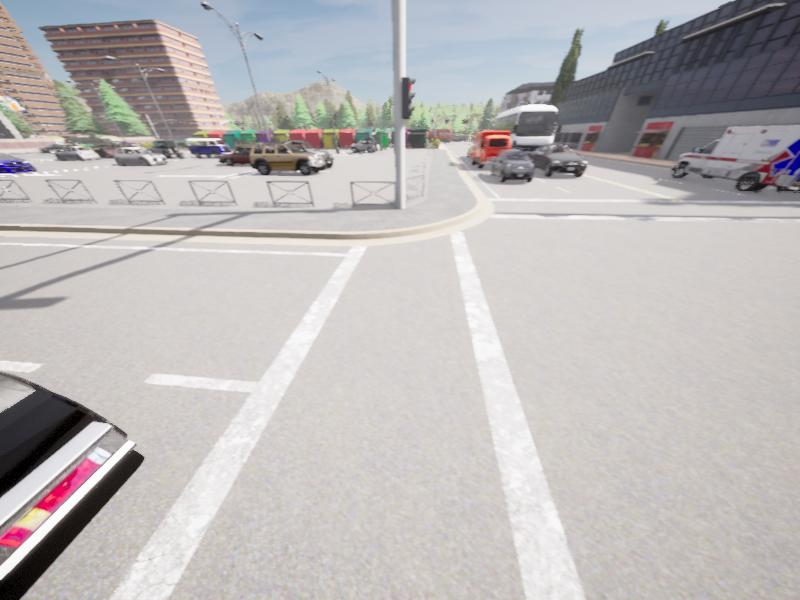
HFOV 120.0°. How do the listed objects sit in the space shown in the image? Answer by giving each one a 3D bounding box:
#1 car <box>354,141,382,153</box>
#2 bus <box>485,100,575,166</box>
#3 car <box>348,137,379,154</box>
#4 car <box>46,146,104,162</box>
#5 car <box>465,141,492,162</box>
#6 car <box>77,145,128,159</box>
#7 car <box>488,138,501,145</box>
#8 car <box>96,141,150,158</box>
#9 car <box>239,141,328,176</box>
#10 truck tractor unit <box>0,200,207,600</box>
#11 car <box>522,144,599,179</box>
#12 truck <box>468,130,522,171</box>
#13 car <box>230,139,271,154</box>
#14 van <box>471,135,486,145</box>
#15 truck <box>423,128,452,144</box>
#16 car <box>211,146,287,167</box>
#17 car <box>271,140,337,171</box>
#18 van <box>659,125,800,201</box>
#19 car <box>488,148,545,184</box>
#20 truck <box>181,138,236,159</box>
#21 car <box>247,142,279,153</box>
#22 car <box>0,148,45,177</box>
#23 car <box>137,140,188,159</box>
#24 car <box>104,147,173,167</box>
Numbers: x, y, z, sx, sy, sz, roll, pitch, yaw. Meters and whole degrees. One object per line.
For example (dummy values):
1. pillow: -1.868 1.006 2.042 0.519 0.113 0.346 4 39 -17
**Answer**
1. car: -4.911 -23.941 36.071 3.806 1.475 1.970 3 36 5
2. bus: 11.774 -16.252 22.811 3.944 4.253 10.273 4 36 6
3. car: -5.221 -22.460 33.591 3.866 1.878 1.905 3 36 5
4. car: -38.719 -17.477 27.612 3.806 1.475 1.970 3 36 5
5. car: 8.379 -16.231 25.140 1.801 1.575 5.366 4 36 6
6. car: -38.422 -19.178 29.936 3.905 1.438 1.784 3 36 5
7. car: 24.475 -41.113 59.870 2.033 1.411 5.357 4 36 6
8. car: -38.200 -20.905 31.990 4.605 1.855 1.932 3 36 5
9. car: -7.543 -9.433 15.371 4.605 1.855 1.932 3 36 5
10. truck tractor unit: -5.356 0.118 0.196 6.516 4.208 3.053 4 35 6
11. car: 10.431 -9.502 15.639 2.152 1.651 5.027 3 36 5
12. truck: 7.431 -12.294 18.874 2.627 2.467 5.204 4 36 6
13. car: -22.650 -23.347 35.136 4.605 1.855 1.932 3 36 5
14. van: 21.182 -43.619 62.901 2.069 2.038 4.480 -4 36 -4
15. truck: 11.801 -51.483 72.539 8.468 3.827 2.891 10 37 14
16. car: -13.319 -12.814 20.618 5.357 1.415 2.033 3 36 5
17. car: -7.193 -11.102 17.710 3.866 1.878 1.905 3 36 5
18. van: 16.863 -6.716 10.927 2.351 2.431 6.366 3 36 5
19. car: 6.637 -7.984 13.659 1.845 1.501 3.633 3 36 6
20. truck: -23.435 -18.665 28.428 4.478 2.038 2.069 3 36 5
21. car: -22.288 -24.848 37.596 3.905 1.438 1.784 3 36 5
22. car: -31.266 -10.499 17.578 4.611 1.667 2.242 3 36 5
23. car: -29.781 -18.908 29.047 3.866 1.878 1.905 3 36 5
24. car: -24.288 -13.367 21.597 3.806 1.475 1.970 3 36 5
